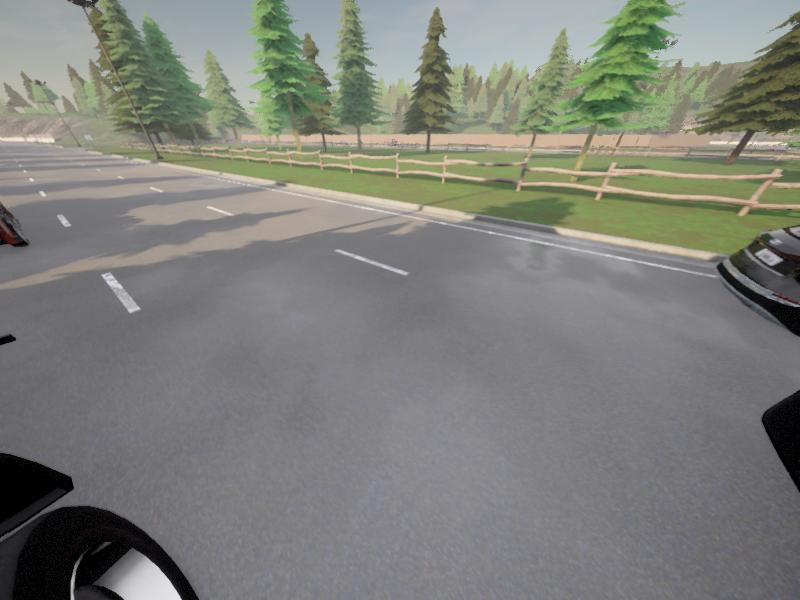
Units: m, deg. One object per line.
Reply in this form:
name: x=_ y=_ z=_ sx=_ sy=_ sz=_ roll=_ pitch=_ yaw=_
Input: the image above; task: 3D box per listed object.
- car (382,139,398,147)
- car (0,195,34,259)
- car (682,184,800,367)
car: x=-2.948 y=-46.671 z=68.644 sx=4.605 sy=1.855 sz=1.932 roll=22 pitch=41 yaw=28
car: x=-10.976 y=-1.924 z=5.399 sx=4.181 sy=1.385 sz=1.994 roll=22 pitch=41 yaw=28
car: x=6.798 y=0.286 z=2.141 sx=4.856 sy=1.649 sz=2.033 roll=24 pitch=41 yaw=27
